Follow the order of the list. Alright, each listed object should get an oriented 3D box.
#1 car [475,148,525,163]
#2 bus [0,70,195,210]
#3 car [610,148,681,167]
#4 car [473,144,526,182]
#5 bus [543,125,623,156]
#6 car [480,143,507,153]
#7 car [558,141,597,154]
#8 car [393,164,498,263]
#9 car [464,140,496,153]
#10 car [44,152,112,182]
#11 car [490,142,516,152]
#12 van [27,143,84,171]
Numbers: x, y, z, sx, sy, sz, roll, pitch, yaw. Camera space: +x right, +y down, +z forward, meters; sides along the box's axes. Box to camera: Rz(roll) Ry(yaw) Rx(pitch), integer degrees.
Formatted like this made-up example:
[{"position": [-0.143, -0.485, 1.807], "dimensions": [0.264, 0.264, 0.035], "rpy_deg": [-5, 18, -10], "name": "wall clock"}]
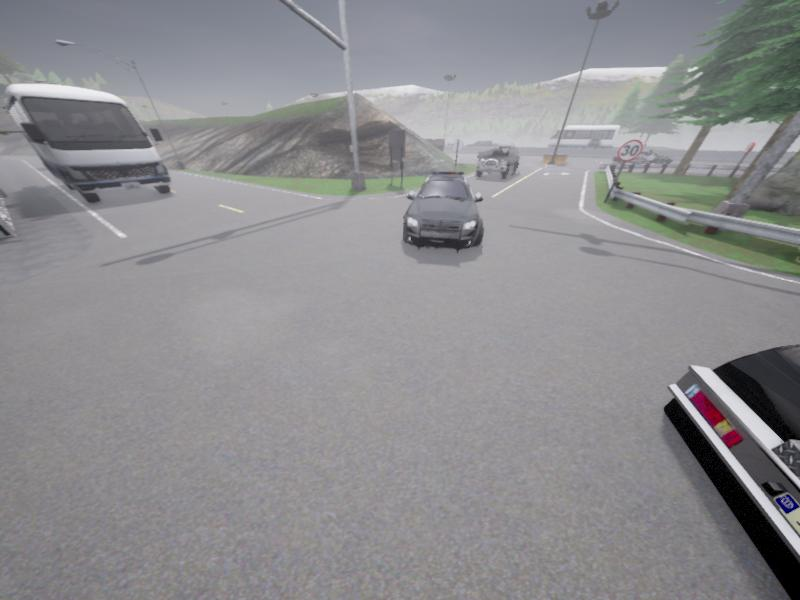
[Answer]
[{"position": [12.581, -18.449, 29.389], "dimensions": [2.033, 1.411, 5.357], "rpy_deg": [-26, 43, -32], "name": "car"}, {"position": [-16.235, -8.103, 12.123], "dimensions": [10.273, 4.253, 3.944], "rpy_deg": [22, 41, 28], "name": "bus"}, {"position": [26.678, -15.748, 25.425], "dimensions": [4.974, 1.542, 2.038], "rpy_deg": [21, 40, 28], "name": "car"}, {"position": [6.941, -9.610, 16.013], "dimensions": [1.932, 1.855, 4.605], "rpy_deg": [21, 40, 27], "name": "car"}, {"position": [32.735, -29.020, 41.994], "dimensions": [10.273, 4.253, 3.944], "rpy_deg": [22, 41, 27], "name": "bus"}, {"position": [20.110, -33.037, 49.999], "dimensions": [4.856, 1.649, 2.033], "rpy_deg": [22, 41, 27], "name": "car"}, {"position": [34.617, -29.901, 45.167], "dimensions": [5.566, 2.045, 2.150], "rpy_deg": [22, 41, 28], "name": "car"}, {"position": [1.336, -2.984, 7.007], "dimensions": [2.038, 1.542, 4.974], "rpy_deg": [6, 36, 9], "name": "car"}, {"position": [16.656, -32.137, 48.351], "dimensions": [5.566, 2.045, 2.150], "rpy_deg": [22, 40, 28], "name": "car"}, {"position": [-23.795, -9.918, 17.086], "dimensions": [4.514, 1.525, 2.007], "rpy_deg": [22, 40, 28], "name": "car"}, {"position": [23.054, -34.329, 51.807], "dimensions": [4.611, 1.667, 2.242], "rpy_deg": [22, 40, 28], "name": "car"}, {"position": [-33.174, -13.860, 22.265], "dimensions": [4.480, 2.038, 2.069], "rpy_deg": [21, 40, 28], "name": "van"}]
